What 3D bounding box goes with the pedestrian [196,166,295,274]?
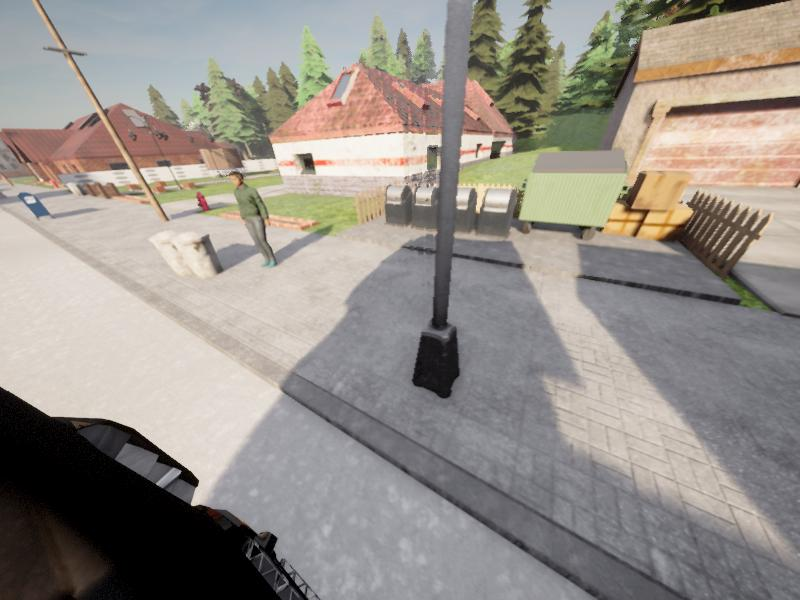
[{"bbox_3d":[-2.912,-1.545,4.594,0.751,1.860,0.751,7,35,14],"label":"pedestrian"}]
